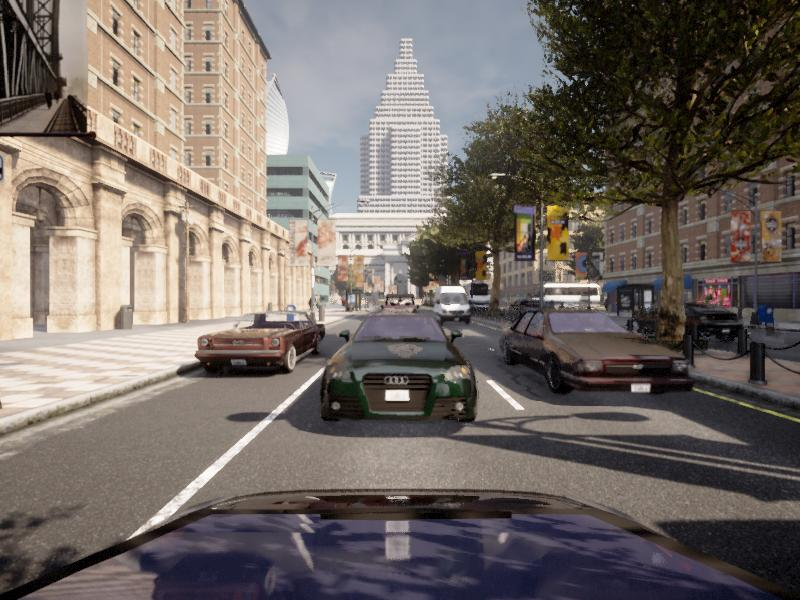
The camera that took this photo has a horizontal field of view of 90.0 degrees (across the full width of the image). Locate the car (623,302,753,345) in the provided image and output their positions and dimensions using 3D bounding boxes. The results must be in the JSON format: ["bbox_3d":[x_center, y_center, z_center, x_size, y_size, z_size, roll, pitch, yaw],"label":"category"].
[{"bbox_3d":[11.506,0.845,16.530,1.837,1.490,4.892,0,0,0],"label":"car"}]

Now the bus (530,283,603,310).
[{"bbox_3d":[27.258,-0.537,65.893,10.273,4.253,3.944,0,0,-1],"label":"bus"}]

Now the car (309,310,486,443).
[{"bbox_3d":[0.010,0.907,6.583,1.994,1.385,4.181,0,0,1],"label":"car"}]

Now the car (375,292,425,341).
[{"bbox_3d":[0.003,0.646,17.433,1.905,1.878,3.866,0,0,0],"label":"car"}]

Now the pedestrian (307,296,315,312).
[{"bbox_3d":[-10.576,0.486,47.731,0.751,1.860,0.751,0,0,1],"label":"pedestrian"}]

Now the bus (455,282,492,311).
[{"bbox_3d":[11.397,-0.525,63.493,3.944,4.253,10.273,0,1,0],"label":"bus"}]

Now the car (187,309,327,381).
[{"bbox_3d":[-3.246,0.939,10.223,1.895,1.301,4.718,0,0,0],"label":"car"}]

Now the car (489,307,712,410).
[{"bbox_3d":[3.501,0.895,8.473,2.033,1.411,5.357,0,0,0],"label":"car"}]

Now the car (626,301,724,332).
[{"bbox_3d":[15.007,0.824,22.305,2.038,1.542,4.974,0,0,0],"label":"car"}]

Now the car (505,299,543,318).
[{"bbox_3d":[11.517,0.778,37.446,2.033,1.649,4.856,0,0,0],"label":"car"}]

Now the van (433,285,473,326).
[{"bbox_3d":[3.506,0.323,27.677,1.988,2.561,5.915,0,0,0],"label":"van"}]
